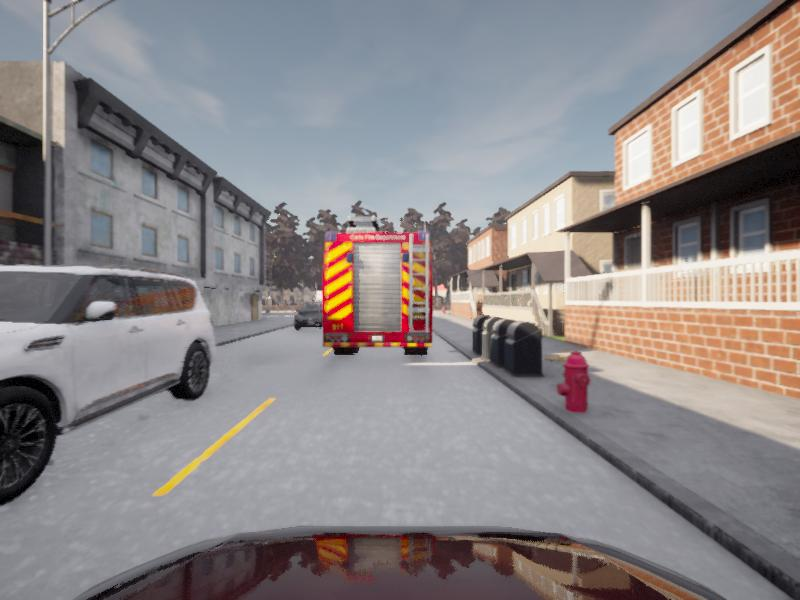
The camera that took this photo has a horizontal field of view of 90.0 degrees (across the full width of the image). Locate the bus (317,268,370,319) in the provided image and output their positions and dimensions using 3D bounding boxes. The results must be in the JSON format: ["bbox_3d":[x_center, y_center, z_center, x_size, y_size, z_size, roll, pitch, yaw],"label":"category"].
[{"bbox_3d":[-5.152,-0.519,38.745,3.944,4.253,10.273,0,0,-2],"label":"bus"}]

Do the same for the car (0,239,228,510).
[{"bbox_3d":[-4.201,0.573,4.836,2.150,2.045,5.566,0,0,-3],"label":"car"}]

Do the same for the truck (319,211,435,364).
[{"bbox_3d":[-0.506,-0.316,14.233,2.891,3.827,8.468,0,0,1],"label":"truck"}]

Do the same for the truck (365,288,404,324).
[{"bbox_3d":[-1.024,0.376,30.173,2.627,2.467,5.204,0,1,1],"label":"truck"}]

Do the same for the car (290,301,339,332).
[{"bbox_3d":[-4.658,0.839,22.446,2.007,1.525,4.514,0,0,-4],"label":"car"}]
